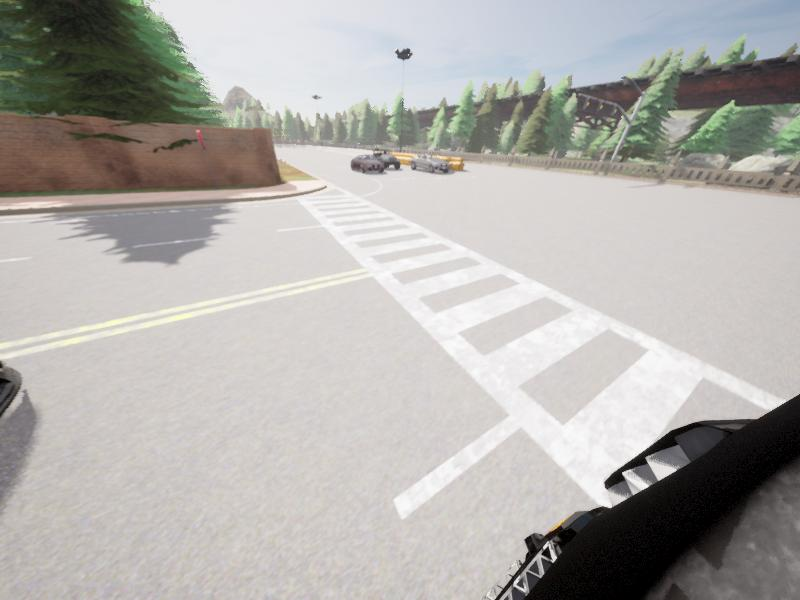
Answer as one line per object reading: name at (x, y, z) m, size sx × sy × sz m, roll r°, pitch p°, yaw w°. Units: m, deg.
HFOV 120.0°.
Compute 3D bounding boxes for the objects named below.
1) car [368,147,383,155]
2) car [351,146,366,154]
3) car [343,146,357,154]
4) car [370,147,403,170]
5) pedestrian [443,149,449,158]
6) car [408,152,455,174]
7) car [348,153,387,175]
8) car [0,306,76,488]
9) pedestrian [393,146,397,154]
car at (-6.460, -39.328, 60.933) m, size 1.837 × 1.490 × 4.892 m, roll -16°, pitch 39°, yaw -26°
car at (-11.056, -40.027, 61.605) m, size 2.038 × 1.542 × 4.974 m, roll -16°, pitch 38°, yaw -26°
car at (-12.581, -37.643, 57.978) m, size 1.970 × 1.475 × 3.806 m, roll -16°, pitch 38°, yaw -26°
car at (-1.554, -15.260, 24.926) m, size 1.905 × 1.878 × 3.866 m, roll -16°, pitch 38°, yaw -26°
pedestrian at (10.547, -33.307, 52.514) m, size 0.751 × 1.860 × 0.751 m, roll -15°, pitch 38°, yaw -25°
car at (3.088, -14.416, 24.244) m, size 2.152 × 1.651 × 5.027 m, roll -16°, pitch 38°, yaw -26°
car at (-3.065, -12.658, 21.394) m, size 1.994 × 1.385 × 4.181 m, roll -16°, pitch 38°, yaw -26°
car at (-4.699, 1.084, 0.504) m, size 3.988 × 1.617 × 1.851 m, roll -17°, pitch 38°, yaw -26°
pedestrian at (-1.408, -43.542, 66.954) m, size 0.751 × 1.860 × 0.751 m, roll -25°, pitch 42°, yaw -34°
